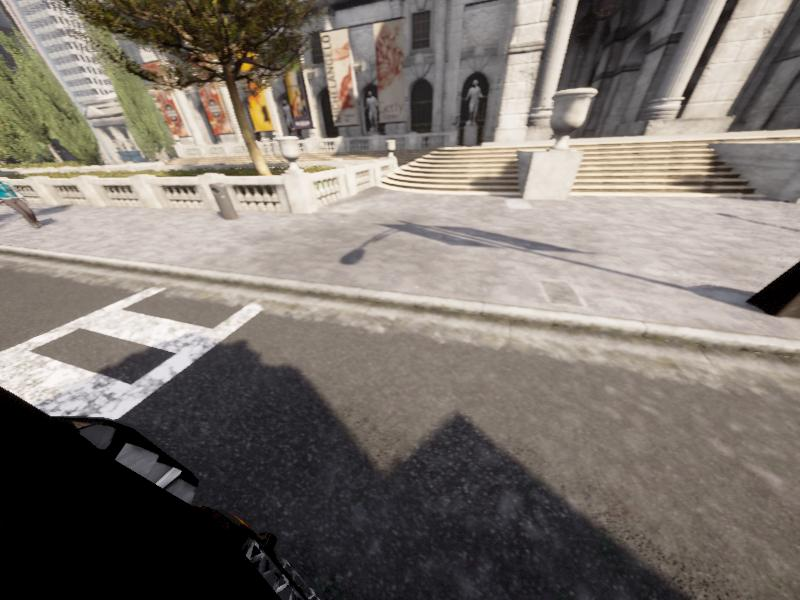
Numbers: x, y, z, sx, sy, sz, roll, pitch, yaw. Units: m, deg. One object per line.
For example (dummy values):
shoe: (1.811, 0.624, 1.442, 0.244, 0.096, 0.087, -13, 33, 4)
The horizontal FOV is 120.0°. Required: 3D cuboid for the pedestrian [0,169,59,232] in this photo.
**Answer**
pedestrian: (-13.289, -3.416, 7.956, 0.751, 1.860, 0.751, 10, 35, 18)
